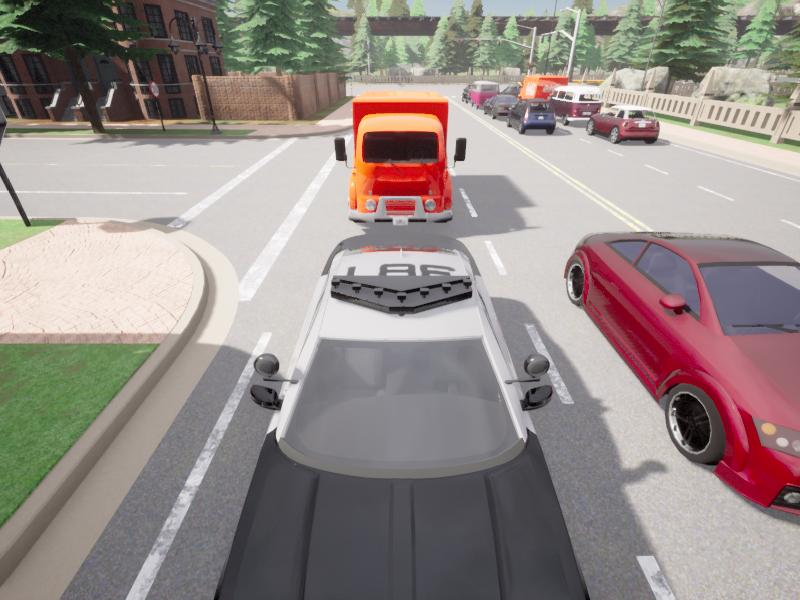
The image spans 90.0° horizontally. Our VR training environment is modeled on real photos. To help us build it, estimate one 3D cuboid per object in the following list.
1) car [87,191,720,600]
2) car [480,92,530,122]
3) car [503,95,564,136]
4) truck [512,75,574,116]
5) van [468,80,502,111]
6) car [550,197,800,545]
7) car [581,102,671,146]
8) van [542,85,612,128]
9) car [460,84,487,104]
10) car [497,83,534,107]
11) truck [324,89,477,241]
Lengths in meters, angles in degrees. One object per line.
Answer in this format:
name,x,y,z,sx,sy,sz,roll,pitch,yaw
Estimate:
car,0.011,0.617,3.356,1.930,1.638,5.238,0,30,0
car,7.012,-13.300,27.429,2.033,1.411,5.357,0,30,0
car,7.011,-9.984,21.538,1.851,1.617,3.988,0,30,0
truck,10.514,-15.486,30.111,2.627,2.467,5.204,0,30,0
van,7.010,-17.136,33.415,1.775,1.987,4.442,0,30,0
car,3.497,0.144,4.421,1.994,1.385,4.181,-1,30,-1
car,10.509,-8.409,18.971,1.970,1.475,3.806,0,30,0
van,10.510,-11.803,24.226,2.069,2.038,4.480,0,30,0
car,7.011,-19.855,38.501,1.789,1.549,3.705,0,30,0
car,10.510,-18.904,36.802,2.033,1.649,4.856,0,30,0
truck,0.007,-3.588,9.713,2.627,2.467,5.204,0,30,0
